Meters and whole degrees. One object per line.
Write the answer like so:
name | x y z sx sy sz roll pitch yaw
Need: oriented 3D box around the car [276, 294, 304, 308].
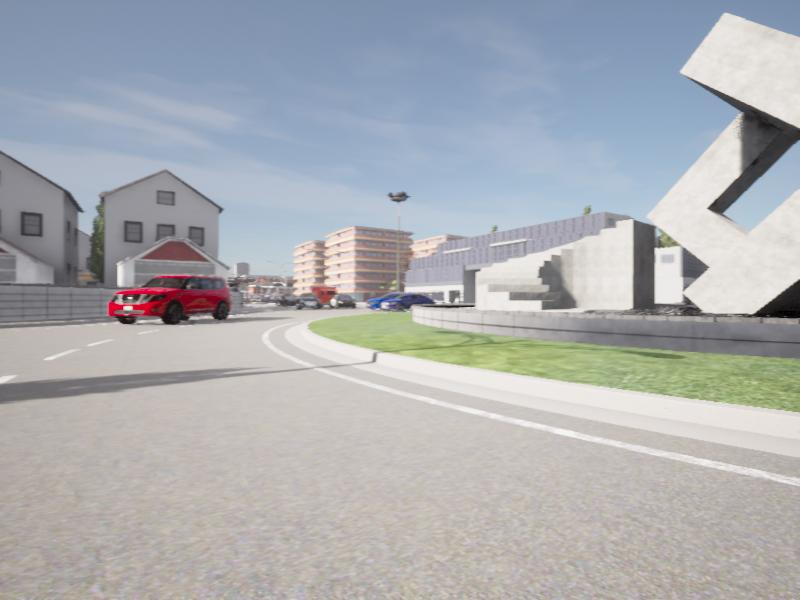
car | -13.477 0.092 48.876 1.930 1.638 5.238 0 1 -32

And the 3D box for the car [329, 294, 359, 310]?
car | -5.724 0.161 40.299 2.038 1.542 4.974 0 0 -19

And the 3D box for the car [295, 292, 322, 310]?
car | -8.947 0.115 38.989 2.033 1.649 4.856 0 0 -19

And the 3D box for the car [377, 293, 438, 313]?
car | 0.643 0.220 30.925 4.674 1.442 1.812 0 0 -38

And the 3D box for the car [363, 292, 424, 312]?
car | -0.513 0.168 34.330 5.008 1.535 1.882 0 0 -34

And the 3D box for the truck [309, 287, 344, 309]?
truck | -8.803 -0.340 47.515 2.627 2.467 5.204 0 2 -27

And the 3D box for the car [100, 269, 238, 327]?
car | -9.321 -0.062 16.900 2.150 2.045 5.566 0 0 6
